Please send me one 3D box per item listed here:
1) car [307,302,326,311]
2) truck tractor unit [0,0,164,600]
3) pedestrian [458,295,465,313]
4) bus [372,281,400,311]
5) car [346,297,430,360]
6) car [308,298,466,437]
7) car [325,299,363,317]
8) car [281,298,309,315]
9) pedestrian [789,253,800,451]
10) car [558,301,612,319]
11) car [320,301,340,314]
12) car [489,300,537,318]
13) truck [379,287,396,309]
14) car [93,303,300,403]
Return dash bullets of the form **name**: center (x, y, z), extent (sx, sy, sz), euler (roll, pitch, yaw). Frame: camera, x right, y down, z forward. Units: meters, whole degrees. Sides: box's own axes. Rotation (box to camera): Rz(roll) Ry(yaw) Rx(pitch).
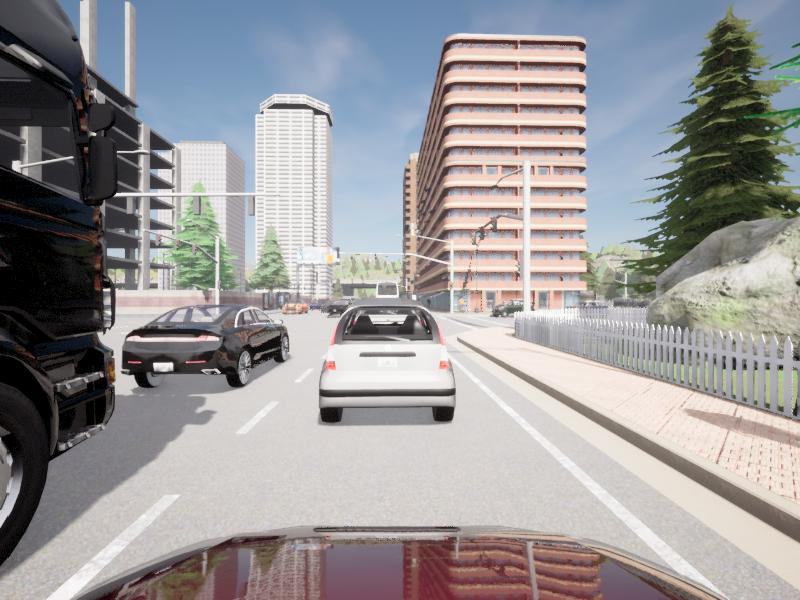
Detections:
- **car**: center (-12.396, 0.943, 59.581), extent (1.895, 1.301, 4.718), euler (0, 0, -2)
- **truck tractor unit**: center (-3.403, -0.516, 0.105), extent (3.053, 4.208, 6.516), euler (0, 0, -3)
- **pedestrian**: center (6.302, 0.429, 40.949), extent (0.751, 1.860, 0.751), euler (0, 0, 7)
- **bus**: center (-2.067, -0.533, 61.354), extent (3.944, 4.253, 10.273), euler (0, 0, -2)
- **car**: center (-0.383, 0.756, 12.939), extent (2.242, 1.667, 4.611), euler (0, 0, -2)
- **car**: center (-0.207, 0.788, 6.686), extent (1.851, 1.617, 3.988), euler (0, 0, -2)
- **car**: center (-5.311, 0.757, 38.602), extent (1.930, 1.638, 5.238), euler (0, 0, 13)
- **car**: center (-11.956, 0.694, 45.747), extent (2.097, 1.767, 4.553), euler (0, 0, -2)
- **pedestrian**: center (4.137, 0.485, 3.496), extent (0.751, 1.860, 0.751), euler (0, 0, -2)
- **car**: center (15.441, 0.798, 33.417), extent (3.806, 1.475, 1.970), euler (0, 0, -22)
- **car**: center (-8.566, 0.844, 49.348), extent (1.837, 1.490, 4.892), euler (0, 0, -2)
- **car**: center (10.037, 0.759, 35.522), extent (3.705, 1.549, 1.789), euler (0, 0, -14)
- **truck**: center (-2.353, -0.325, 74.313), extent (2.891, 3.827, 8.468), euler (0, 0, -2)
- **car**: center (-3.774, 0.836, 8.678), extent (2.128, 1.511, 4.902), euler (0, 0, -2)
